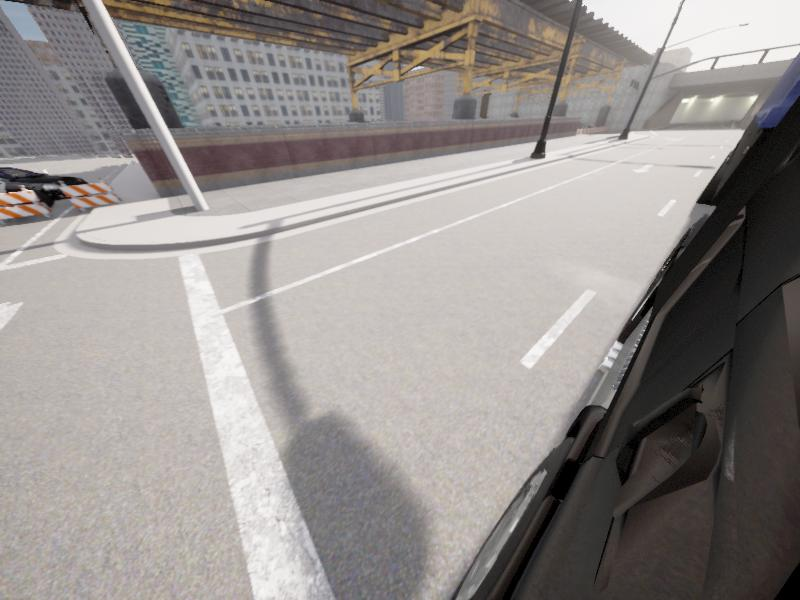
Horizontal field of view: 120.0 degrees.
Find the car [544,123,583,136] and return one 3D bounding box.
[{"bbox_3d":[28.033,-29.339,39.753,4.974,1.542,2.038,0,37,4],"label":"car"}]

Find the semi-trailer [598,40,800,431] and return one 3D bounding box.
[{"bbox_3d":[8.691,-3.612,4.231,14.254,4.402,2.717,-28,44,-30],"label":"semi-trailer"}]

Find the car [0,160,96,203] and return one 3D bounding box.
[{"bbox_3d":[-16.634,-4.918,9.652,4.536,1.218,1.853,-9,37,-8],"label":"car"}]

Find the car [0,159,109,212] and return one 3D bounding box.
[{"bbox_3d":[-16.577,-4.800,9.754,4.974,1.542,2.038,-9,37,-8],"label":"car"}]

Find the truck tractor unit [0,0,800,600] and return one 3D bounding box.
[{"bbox_3d":[2.645,-0.295,0.351,6.516,4.208,3.053,-28,44,-30],"label":"truck tractor unit"}]
